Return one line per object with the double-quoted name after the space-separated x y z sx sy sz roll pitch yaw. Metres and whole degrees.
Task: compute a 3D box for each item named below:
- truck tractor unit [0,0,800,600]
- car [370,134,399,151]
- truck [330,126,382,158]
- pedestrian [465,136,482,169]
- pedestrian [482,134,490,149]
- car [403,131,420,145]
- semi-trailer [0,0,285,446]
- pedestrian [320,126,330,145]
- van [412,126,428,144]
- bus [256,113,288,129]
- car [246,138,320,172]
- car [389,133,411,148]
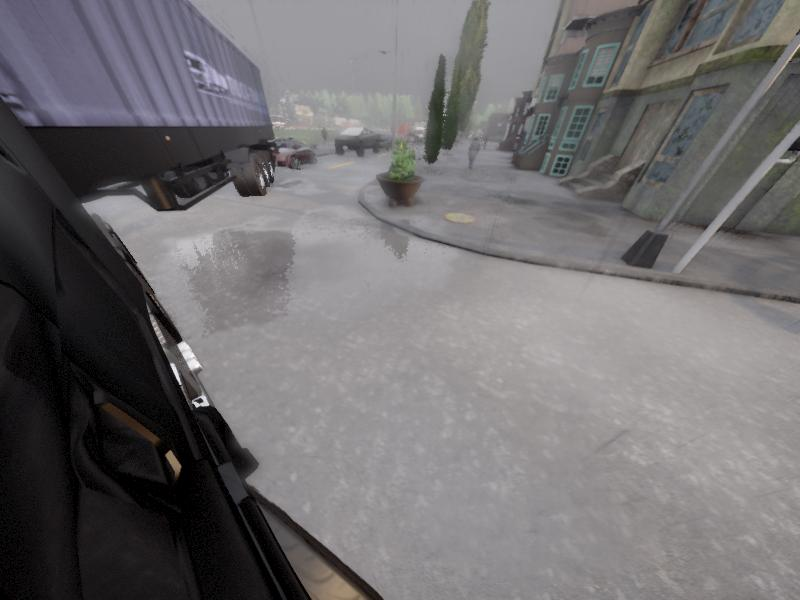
-2.645 -0.295 0.351 6.516 4.208 3.053 28 44 30 "truck tractor unit"
-1.756 -19.355 28.301 2.128 1.511 4.902 11 37 10 "car"
-3.820 -14.960 21.762 2.390 2.098 6.274 11 37 10 "truck"
5.029 -10.131 15.891 0.751 1.860 0.751 10 37 9 "pedestrian"
13.393 -24.718 36.062 0.751 1.860 0.751 9 37 7 "pedestrian"
2.049 -27.966 39.823 1.932 1.855 4.605 11 37 10 "car"
-5.727 -4.656 5.839 2.717 4.402 14.254 -8 38 -14 "semi-trailer"
-9.609 -21.056 29.563 0.751 1.860 0.751 11 37 10 "pedestrian"
3.981 -32.519 45.519 1.988 2.561 5.915 11 37 10 "van"
-46.424 -65.278 84.622 3.944 4.253 10.273 11 37 10 "bus"
-6.801 -8.901 14.053 1.994 1.385 4.181 6 36 5 "car"
0.031 -23.361 33.747 1.801 1.575 5.366 11 37 10 "car"
